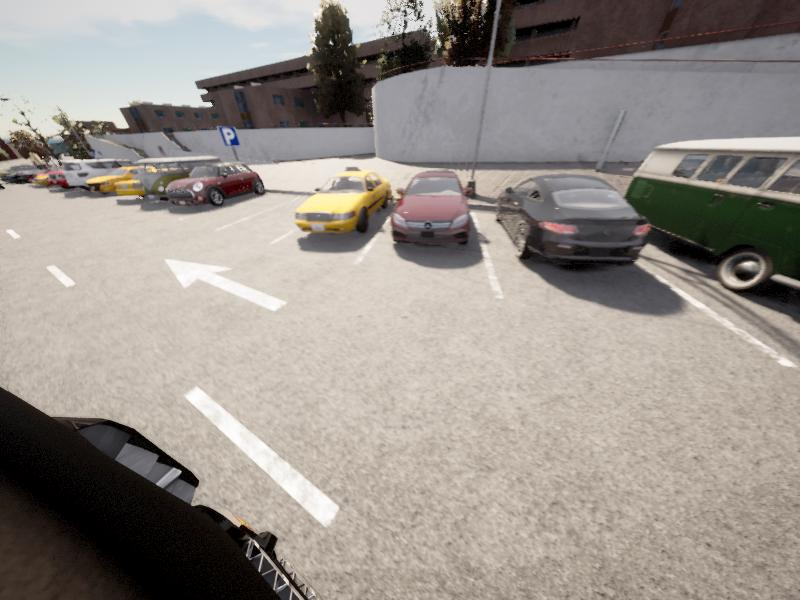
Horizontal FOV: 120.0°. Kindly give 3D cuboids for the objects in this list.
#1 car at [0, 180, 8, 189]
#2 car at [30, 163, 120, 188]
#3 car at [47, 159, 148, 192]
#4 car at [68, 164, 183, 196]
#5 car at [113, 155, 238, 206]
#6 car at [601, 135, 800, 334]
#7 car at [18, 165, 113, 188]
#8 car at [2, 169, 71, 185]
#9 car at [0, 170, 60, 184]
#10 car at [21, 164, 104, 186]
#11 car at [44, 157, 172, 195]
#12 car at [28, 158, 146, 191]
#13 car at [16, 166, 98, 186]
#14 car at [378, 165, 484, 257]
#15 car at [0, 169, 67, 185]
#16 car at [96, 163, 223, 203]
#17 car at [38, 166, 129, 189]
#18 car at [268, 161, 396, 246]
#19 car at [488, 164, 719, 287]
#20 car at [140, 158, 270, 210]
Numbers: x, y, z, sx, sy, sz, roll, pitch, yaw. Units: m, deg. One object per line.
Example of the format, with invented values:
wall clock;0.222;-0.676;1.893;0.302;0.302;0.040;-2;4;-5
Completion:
car;-44.276;-12.577;24.586;3.633;1.501;1.845;15;38;26
car;-32.548;-12.724;23.430;2.185;1.767;4.553;3;34;10
car;-24.845;-10.544;19.357;1.878;1.987;4.442;4;34;9
car;-19.657;-8.941;16.999;2.097;1.535;5.008;4;34;9
car;-11.945;-6.817;12.917;1.878;1.987;4.442;4;34;9
car;6.114;-1.571;3.918;1.878;1.987;4.442;4;34;9
car;-35.151;-13.222;24.623;1.946;1.575;5.366;3;34;10
car;-53.142;-18.209;34.009;2.097;1.535;5.008;3;33;10
car;-60.801;-20.241;38.007;2.231;1.521;4.892;3;33;11
car;-37.699;-14.156;26.045;2.185;1.767;4.553;3;34;10
car;-22.248;-9.907;18.168;2.435;2.045;5.566;3;34;10
car;-27.405;-11.345;20.709;2.435;2.045;5.566;4;34;9
car;-40.281;-14.738;27.395;2.097;1.535;5.008;3;34;10
car;0.983;-2.915;6.734;2.002;1.452;4.674;4;34;9
car;-55.701;-18.886;35.337;2.097;1.535;5.008;3;33;10
car;-14.475;-7.548;14.574;1.946;1.575;5.366;4;34;10
car;-29.970;-11.849;22.195;2.002;1.452;4.674;4;34;10
car;-1.630;-3.596;7.843;1.946;1.575;5.366;4;34;9
car;3.556;-2.163;5.446;2.002;1.452;4.674;4;34;9
car;-9.338;-6.066;11.808;2.185;1.767;4.553;4;34;9
